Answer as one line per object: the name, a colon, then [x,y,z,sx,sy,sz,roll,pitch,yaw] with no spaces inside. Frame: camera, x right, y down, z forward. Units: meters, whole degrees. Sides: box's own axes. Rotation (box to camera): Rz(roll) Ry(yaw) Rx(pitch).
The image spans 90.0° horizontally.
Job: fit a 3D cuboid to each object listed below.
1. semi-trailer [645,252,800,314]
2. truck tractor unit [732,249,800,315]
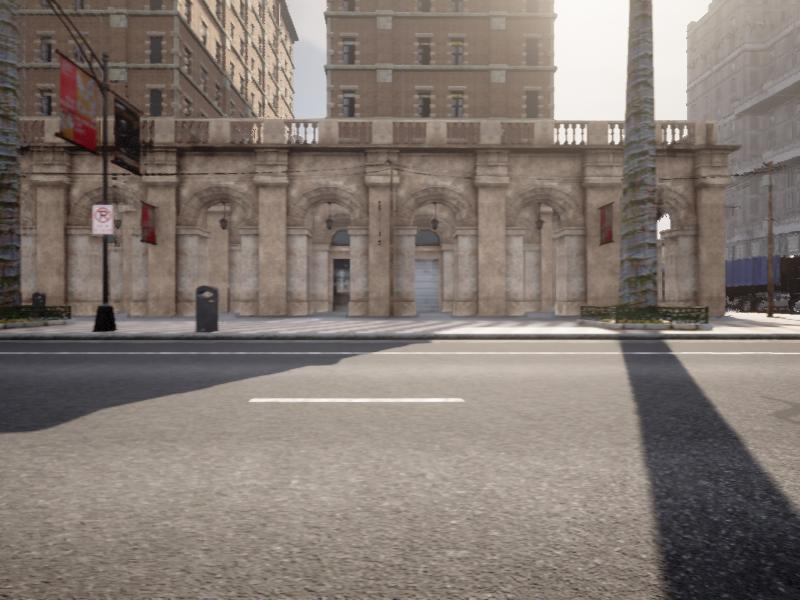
semi-trailer: [27.322,-1.226,35.560,2.717,4.402,14.254,0,0,1]
truck tractor unit: [27.079,-1.130,27.651,3.053,4.208,6.516,0,0,3]
